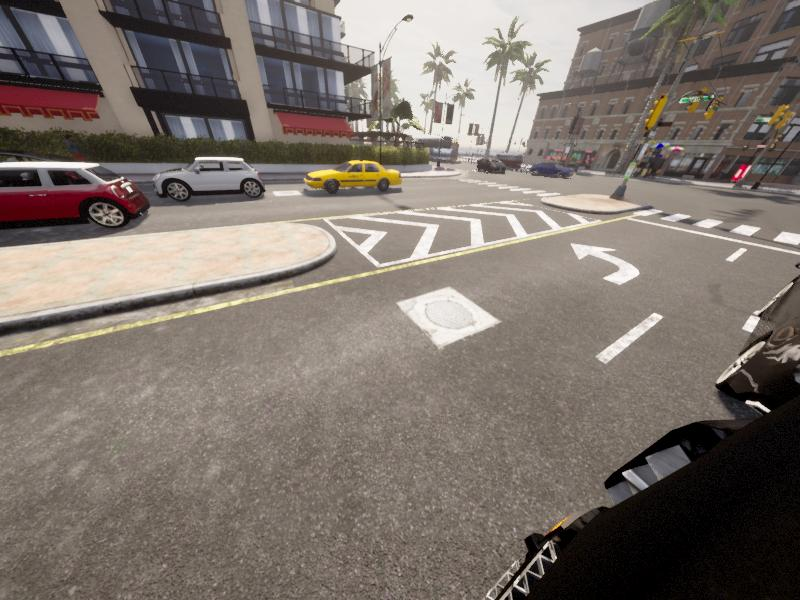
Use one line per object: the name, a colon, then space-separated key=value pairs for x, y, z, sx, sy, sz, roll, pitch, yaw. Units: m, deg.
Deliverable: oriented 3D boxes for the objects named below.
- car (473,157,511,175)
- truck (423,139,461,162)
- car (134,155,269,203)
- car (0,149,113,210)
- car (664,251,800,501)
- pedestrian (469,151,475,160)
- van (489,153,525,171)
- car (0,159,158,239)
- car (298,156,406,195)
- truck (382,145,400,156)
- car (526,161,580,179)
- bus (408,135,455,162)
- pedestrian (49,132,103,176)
car: x=10.954 y=-16.215 z=27.831 sx=2.007 sy=1.525 sz=4.514 roll=-5 pitch=34 yaw=-12
truck: x=8.831 y=-32.341 z=49.872 sx=2.891 sy=3.827 sz=8.468 roll=-16 pitch=38 yaw=-26
car: x=-8.044 y=-5.240 z=9.882 sx=3.806 sy=1.475 sz=1.970 roll=-16 pitch=38 yaw=-26
car: x=-12.714 y=-3.908 z=7.446 sx=3.705 sy=1.549 sz=1.789 roll=-16 pitch=38 yaw=-26
car: x=5.408 y=0.458 z=2.308 sx=4.902 sy=1.511 sz=2.128 roll=-16 pitch=38 yaw=-26
pedestrian: x=17.105 y=-34.408 z=55.080 sx=0.751 sy=1.860 sz=0.751 roll=-14 pitch=37 yaw=-24
van: x=15.849 y=-20.729 z=34.591 sx=1.775 sy=1.987 sz=4.442 roll=-16 pitch=38 yaw=-26
car: x=-9.272 y=-2.632 z=5.861 sx=3.806 sy=1.475 sz=1.970 roll=-16 pitch=38 yaw=-26
car: x=-2.468 y=-6.913 z=12.738 sx=5.366 sy=1.575 sz=1.801 roll=-16 pitch=38 yaw=-26
truck: x=-2.609 y=-42.634 z=65.713 sx=2.627 sy=2.467 sz=5.204 roll=-22 pitch=41 yaw=-32
car: x=17.465 y=-15.038 z=26.634 sx=1.812 sy=1.442 sz=4.674 roll=-16 pitch=38 yaw=-26
bus: x=6.093 y=-31.242 z=47.619 sx=3.944 sy=4.253 sz=10.273 roll=-16 pitch=38 yaw=-26
pedestrian: x=-16.859 y=-7.603 z=12.095 sx=0.751 sy=1.860 sz=0.751 roll=-17 pitch=38 yaw=-27
